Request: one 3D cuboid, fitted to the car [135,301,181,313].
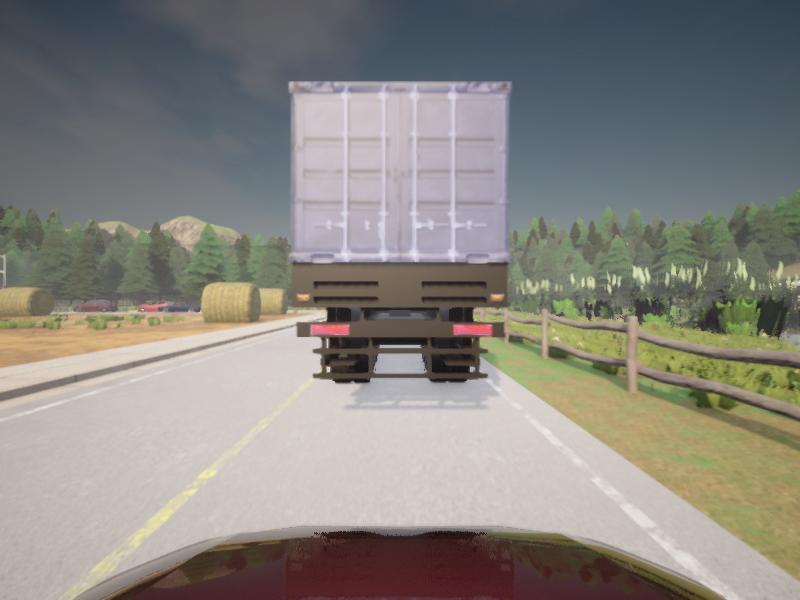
[{"bbox_3d":[-30.644,0.844,50.735,4.514,1.525,2.007,0,0,-3],"label":"car"}]

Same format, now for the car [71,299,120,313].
[{"bbox_3d":[-38.242,0.711,50.366,4.553,1.767,2.097,0,0,-3],"label":"car"}]

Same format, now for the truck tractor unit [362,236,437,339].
[{"bbox_3d":[-0.003,-0.522,19.530,3.053,4.208,6.516,0,0,0],"label":"truck tractor unit"}]

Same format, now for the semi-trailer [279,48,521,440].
[{"bbox_3d":[0.001,-0.622,11.618,2.717,4.402,14.254,0,0,0],"label":"semi-trailer"}]

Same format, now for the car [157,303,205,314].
[{"bbox_3d":[-25.919,0.961,47.462,4.718,1.301,1.895,0,0,-3],"label":"car"}]
